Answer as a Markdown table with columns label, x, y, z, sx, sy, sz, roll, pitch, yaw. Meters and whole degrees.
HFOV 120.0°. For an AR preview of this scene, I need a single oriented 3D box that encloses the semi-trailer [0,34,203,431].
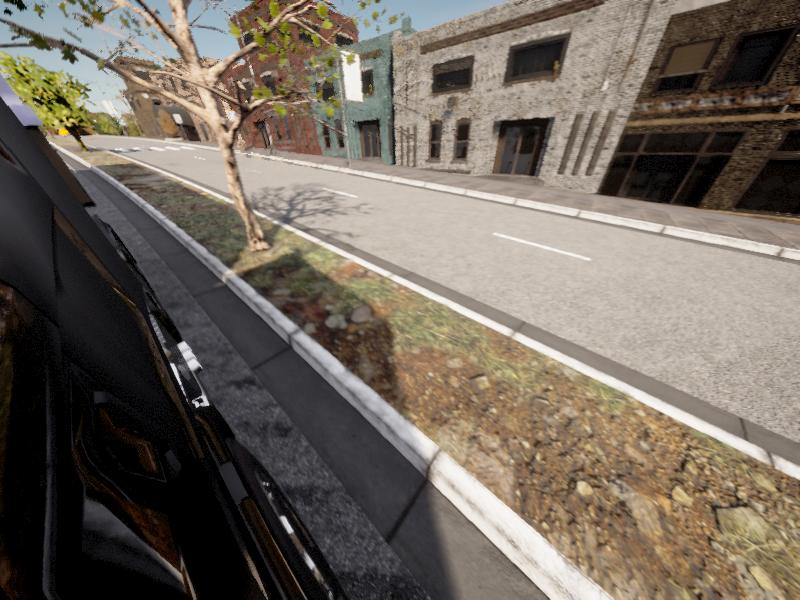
| label | x | y | z | sx | sy | sz | roll | pitch | yaw |
| --- | --- | --- | --- | --- | --- | --- | --- | --- | --- |
| semi-trailer | -8.801 | -3.504 | 4.168 | 14.254 | 4.402 | 2.717 | 27 | 43 | 29 |

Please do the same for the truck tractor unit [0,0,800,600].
| label | x | y | z | sx | sy | sz | roll | pitch | yaw |
| --- | --- | --- | --- | --- | --- | --- | --- | --- | --- |
| truck tractor unit | -2.645 | -0.295 | 0.352 | 6.516 | 4.208 | 3.053 | 28 | 44 | 30 |
